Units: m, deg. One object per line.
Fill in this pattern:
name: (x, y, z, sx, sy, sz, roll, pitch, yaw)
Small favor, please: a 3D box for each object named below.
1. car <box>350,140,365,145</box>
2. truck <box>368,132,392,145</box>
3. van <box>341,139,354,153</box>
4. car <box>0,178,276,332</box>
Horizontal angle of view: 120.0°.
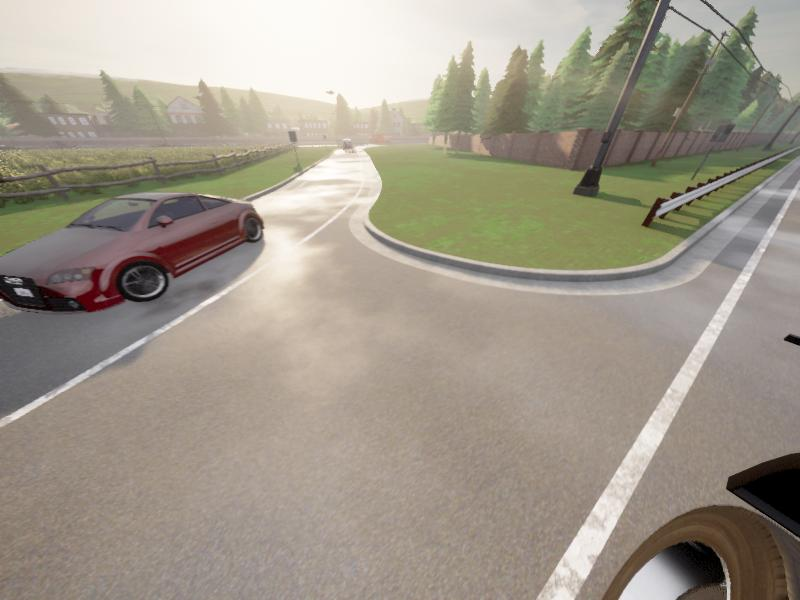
car: (-15.503, -57.769, 84.697, 4.902, 1.511, 2.128, -21, 40, -27)
truck: (-7.254, -59.492, 85.004, 8.468, 3.827, 2.891, -21, 40, -27)
van: (-9.714, -28.692, 42.900, 2.069, 2.038, 4.480, -6, 36, -8)
car: (-4.924, -1.387, 4.726, 1.994, 1.385, 4.181, 5, 36, 8)
